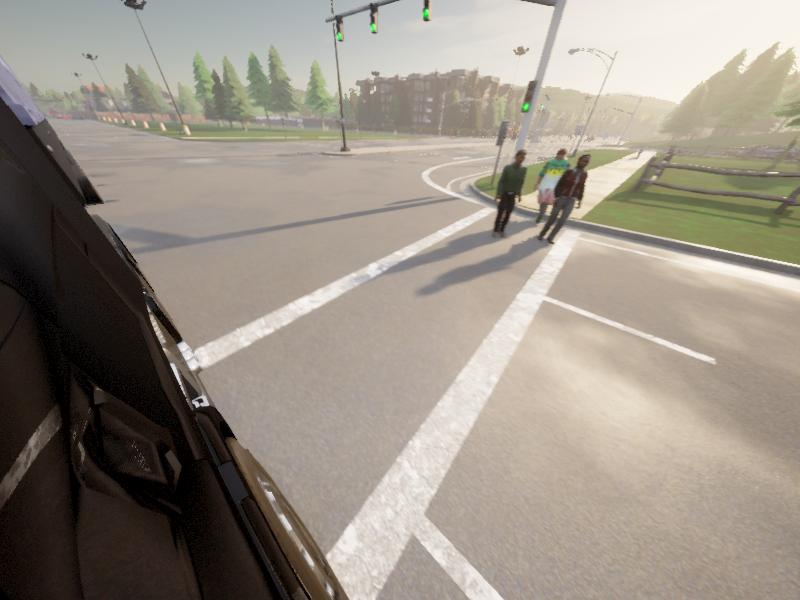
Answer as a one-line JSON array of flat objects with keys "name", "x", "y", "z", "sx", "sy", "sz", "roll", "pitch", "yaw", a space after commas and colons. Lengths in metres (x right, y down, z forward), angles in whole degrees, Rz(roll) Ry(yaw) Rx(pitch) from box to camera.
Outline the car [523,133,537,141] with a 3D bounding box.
[{"name": "car", "x": 35.352, "y": -44.353, "z": 62.823, "sx": 1.837, "sy": 1.490, "sz": 4.892, "roll": 28, "pitch": 44, "yaw": 30}]

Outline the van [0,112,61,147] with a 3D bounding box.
[{"name": "van", "x": -29.017, "y": -13.463, "z": 18.192, "sx": 4.442, "sy": 1.987, "sz": 1.775, "roll": 28, "pitch": 44, "yaw": 30}]

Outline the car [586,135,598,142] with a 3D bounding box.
[{"name": "car", "x": 61.291, "y": -51.687, "z": 73.782, "sx": 1.930, "sy": 1.638, "sz": 5.238, "roll": 28, "pitch": 44, "yaw": 30}]

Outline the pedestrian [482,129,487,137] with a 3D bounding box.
[{"name": "pedestrian", "x": 24.000, "y": -47.463, "z": 65.715, "sx": 0.751, "sy": 1.860, "sz": 0.751, "roll": 23, "pitch": 42, "yaw": 25}]

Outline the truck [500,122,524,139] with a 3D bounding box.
[{"name": "truck", "x": 33.500, "y": -50.561, "z": 68.993, "sx": 2.891, "sy": 3.827, "sz": 8.468, "roll": 28, "pitch": 44, "yaw": 30}]

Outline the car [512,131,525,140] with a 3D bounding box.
[{"name": "car", "x": 33.408, "y": -46.434, "z": 65.164, "sx": 1.905, "sy": 1.878, "sz": 3.866, "roll": 28, "pitch": 44, "yaw": 30}]

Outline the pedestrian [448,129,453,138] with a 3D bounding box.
[{"name": "pedestrian", "x": 12.819, "y": -42.419, "z": 58.729, "sx": 0.751, "sy": 1.860, "sz": 0.751, "roll": -29, "pitch": 47, "yaw": -35}]

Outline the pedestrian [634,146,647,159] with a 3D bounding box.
[{"name": "pedestrian", "x": 24.529, "y": -15.037, "z": 23.572, "sx": 0.500, "sy": 1.100, "sz": 0.500, "roll": 31, "pitch": 46, "yaw": 33}]

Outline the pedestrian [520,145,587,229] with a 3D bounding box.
[{"name": "pedestrian", "x": 4.068, "y": -3.018, "z": 6.229, "sx": 0.751, "sy": 1.860, "sz": 0.751, "roll": 28, "pitch": 44, "yaw": 30}]

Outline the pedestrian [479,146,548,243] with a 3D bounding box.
[{"name": "pedestrian", "x": 2.452, "y": -2.347, "z": 5.256, "sx": 0.751, "sy": 1.860, "sz": 0.751, "roll": 6, "pitch": 37, "yaw": 5}]

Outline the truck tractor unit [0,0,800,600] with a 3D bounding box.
[{"name": "truck tractor unit", "x": -2.645, "y": -0.295, "z": 0.351, "sx": 6.516, "sy": 4.208, "sz": 3.053, "roll": 28, "pitch": 44, "yaw": 30}]

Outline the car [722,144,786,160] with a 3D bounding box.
[{"name": "car", "x": 53.906, "y": -22.733, "z": 35.400, "sx": 5.027, "sy": 1.651, "sz": 2.152, "roll": 28, "pitch": 44, "yaw": 30}]

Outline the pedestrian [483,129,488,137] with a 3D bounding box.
[{"name": "pedestrian", "x": 24.403, "y": -47.724, "z": 66.081, "sx": 0.751, "sy": 1.860, "sz": 0.751, "roll": 23, "pitch": 42, "yaw": 25}]

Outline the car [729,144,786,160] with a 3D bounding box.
[{"name": "car", "x": 51.338, "y": -21.455, "z": 33.353, "sx": 3.988, "sy": 1.617, "sz": 1.851, "roll": 28, "pitch": 44, "yaw": 30}]

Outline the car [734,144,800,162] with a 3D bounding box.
[{"name": "car", "x": 49.373, "y": -19.747, "z": 30.979, "sx": 4.856, "sy": 1.649, "sz": 2.033, "roll": 28, "pitch": 44, "yaw": 30}]

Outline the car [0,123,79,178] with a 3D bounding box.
[{"name": "car", "x": -17.162, "y": -6.982, "z": 10.565, "sx": 5.027, "sy": 1.651, "sz": 2.152, "roll": 28, "pitch": 44, "yaw": 30}]

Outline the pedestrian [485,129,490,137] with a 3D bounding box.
[{"name": "pedestrian", "x": 24.704, "y": -47.190, "z": 65.386, "sx": 0.751, "sy": 1.860, "sz": 0.751, "roll": 25, "pitch": 43, "yaw": 27}]

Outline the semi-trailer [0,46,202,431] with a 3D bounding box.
[{"name": "semi-trailer", "x": -8.704, "y": -3.596, "z": 4.230, "sx": 14.254, "sy": 4.402, "sz": 2.717, "roll": 28, "pitch": 44, "yaw": 30}]

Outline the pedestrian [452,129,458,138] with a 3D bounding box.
[{"name": "pedestrian", "x": 13.894, "y": -41.945, "z": 58.159, "sx": 0.751, "sy": 1.860, "sz": 0.751, "roll": 28, "pitch": 44, "yaw": 30}]

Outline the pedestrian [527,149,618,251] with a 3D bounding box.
[{"name": "pedestrian", "x": 3.589, "y": -2.134, "z": 5.038, "sx": 0.751, "sy": 1.860, "sz": 0.751, "roll": 10, "pitch": 38, "yaw": 10}]
